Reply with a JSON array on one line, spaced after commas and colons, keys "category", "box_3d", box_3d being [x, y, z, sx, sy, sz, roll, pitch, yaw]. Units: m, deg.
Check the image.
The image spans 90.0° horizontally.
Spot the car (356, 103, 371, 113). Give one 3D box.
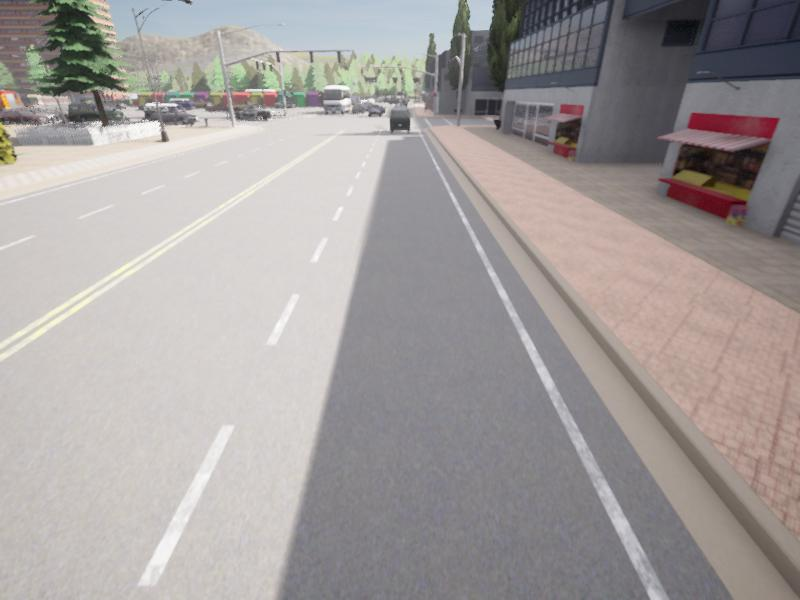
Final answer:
[{"category": "car", "box_3d": [-6.892, -36.526, 75.925, 2.128, 1.511, 4.902, 1, 27, 1]}]

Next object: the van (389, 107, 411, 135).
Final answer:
[{"category": "van", "box_3d": [0.049, -15.668, 34.849, 1.775, 1.987, 4.442, 1, 27, 1]}]

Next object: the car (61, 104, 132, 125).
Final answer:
[{"category": "car", "box_3d": [-32.870, -20.150, 43.440, 5.566, 2.045, 2.150, 0, 27, 0]}]

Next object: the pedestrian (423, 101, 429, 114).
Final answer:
[{"category": "pedestrian", "box_3d": [4.230, -31.598, 65.536, 0.751, 1.860, 0.751, -2, 27, -5]}]

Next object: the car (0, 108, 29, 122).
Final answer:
[{"category": "car", "box_3d": [-49.133, -23.051, 49.766, 3.806, 1.475, 1.970, 0, 27, 0]}]

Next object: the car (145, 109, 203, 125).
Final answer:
[{"category": "car", "box_3d": [-24.534, -19.918, 43.587, 4.902, 1.511, 2.128, 0, 27, 0]}]

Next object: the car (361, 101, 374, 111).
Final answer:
[{"category": "car", "box_3d": [-6.687, -40.251, 82.781, 2.097, 1.767, 4.553, 1, 27, 1]}]

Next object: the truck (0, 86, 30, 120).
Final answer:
[{"category": "truck", "box_3d": [-54.685, -25.736, 52.307, 8.468, 3.827, 2.891, 0, 27, 0]}]

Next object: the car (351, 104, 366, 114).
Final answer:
[{"category": "car", "box_3d": [-7.095, -32.862, 68.745, 1.837, 1.490, 4.892, 1, 27, 1]}]

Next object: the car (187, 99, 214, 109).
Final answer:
[{"category": "car", "box_3d": [-42.466, -41.778, 85.258, 4.605, 1.855, 1.932, 0, 27, 0]}]

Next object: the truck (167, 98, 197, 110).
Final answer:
[{"category": "truck", "box_3d": [-42.413, -38.099, 77.910, 4.478, 2.038, 2.069, 0, 27, 0]}]

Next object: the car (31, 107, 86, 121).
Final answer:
[{"category": "car", "box_3d": [-45.050, -24.633, 52.901, 5.027, 1.651, 2.152, 0, 27, 0]}]

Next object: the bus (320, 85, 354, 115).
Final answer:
[{"category": "bus", "box_3d": [-10.478, -34.047, 68.029, 3.944, 4.253, 10.273, 1, 27, 1]}]

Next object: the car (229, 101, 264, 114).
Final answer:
[{"category": "car", "box_3d": [-24.976, -31.461, 65.254, 4.605, 1.855, 1.932, 0, 27, 0]}]

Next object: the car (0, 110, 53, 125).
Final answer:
[{"category": "car", "box_3d": [-41.112, -19.875, 43.554, 4.674, 1.442, 1.812, 0, 27, 0]}]

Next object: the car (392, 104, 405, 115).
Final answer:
[{"category": "car", "box_3d": [-0.172, -30.944, 64.936, 2.038, 1.542, 4.974, 1, 27, 1]}]

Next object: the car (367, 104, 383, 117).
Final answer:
[{"category": "car", "box_3d": [-3.720, -28.952, 61.003, 2.033, 1.649, 4.856, 0, 27, 0]}]

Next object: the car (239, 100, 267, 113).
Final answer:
[{"category": "car", "box_3d": [-24.920, -32.784, 67.828, 3.866, 1.878, 1.905, 0, 27, 0]}]

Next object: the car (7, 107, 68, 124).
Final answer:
[{"category": "car", "box_3d": [-42.175, -21.538, 46.632, 4.611, 1.667, 2.242, 1, 27, 0]}]

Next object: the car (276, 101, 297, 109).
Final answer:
[{"category": "car", "box_3d": [-24.933, -42.884, 87.957, 3.806, 1.475, 1.970, 0, 27, 0]}]

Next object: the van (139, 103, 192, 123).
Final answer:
[{"category": "van", "box_3d": [-27.228, -21.754, 46.570, 4.480, 2.038, 2.069, 0, 27, 0]}]

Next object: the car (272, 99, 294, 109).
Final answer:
[{"category": "car", "box_3d": [-24.945, -41.770, 85.273, 3.866, 1.878, 1.905, 0, 27, 0]}]

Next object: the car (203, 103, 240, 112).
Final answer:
[{"category": "car", "box_3d": [-31.360, -33.826, 70.351, 5.357, 1.415, 2.033, 0, 27, 0]}]

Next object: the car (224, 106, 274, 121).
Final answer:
[{"category": "car", "box_3d": [-18.717, -23.115, 49.659, 5.238, 1.638, 1.930, 1, 27, 3]}]
